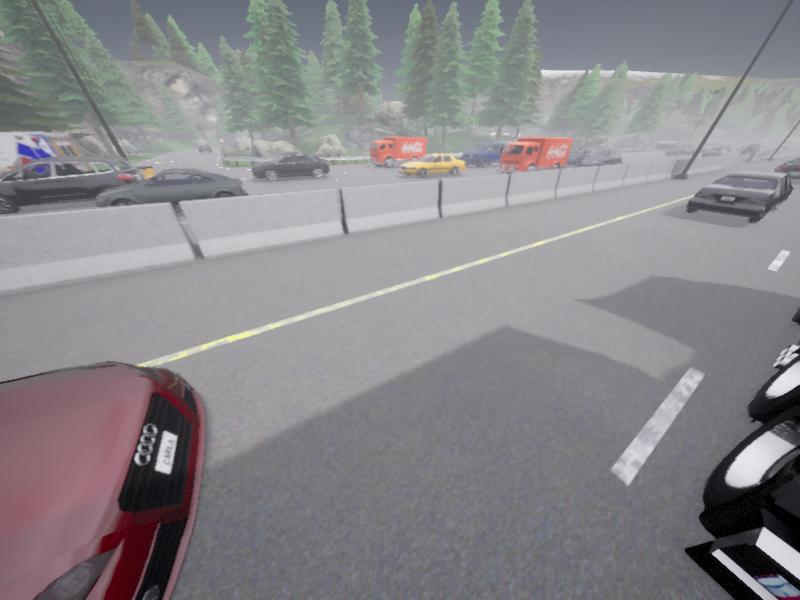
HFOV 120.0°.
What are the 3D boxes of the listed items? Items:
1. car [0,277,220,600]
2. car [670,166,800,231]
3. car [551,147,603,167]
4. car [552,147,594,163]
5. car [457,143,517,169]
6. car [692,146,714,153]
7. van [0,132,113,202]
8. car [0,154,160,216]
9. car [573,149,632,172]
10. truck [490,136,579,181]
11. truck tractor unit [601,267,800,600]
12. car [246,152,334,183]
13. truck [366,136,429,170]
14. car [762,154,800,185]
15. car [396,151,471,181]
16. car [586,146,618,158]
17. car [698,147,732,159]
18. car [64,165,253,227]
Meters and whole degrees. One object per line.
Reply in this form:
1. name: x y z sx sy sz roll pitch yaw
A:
1. car: -3.323 1.480 0.648 4.181 1.385 1.994 -19 39 -25
2. car: 12.943 -4.023 8.681 5.357 1.411 2.033 -19 39 -25
3. car: 19.153 -15.541 25.033 4.611 1.667 2.242 -19 39 -25
4. car: 22.575 -18.988 30.093 5.366 1.575 1.801 -19 39 -25
5. car: 8.742 -14.525 23.149 5.566 2.045 2.150 -18 39 -25
6. car: 70.478 -34.985 53.755 4.718 1.301 1.895 -19 39 -25
7. van: -17.936 -5.673 9.852 6.366 2.431 2.351 -19 39 -25
8. car: -13.174 -4.641 9.076 4.611 1.667 2.242 -19 39 -25
9. car: 18.900 -13.109 21.578 4.856 1.649 2.033 -19 39 -25
10. truck: 9.684 -10.355 16.799 5.204 2.467 2.627 -18 39 -25
11. truck tractor unit: 5.116 -0.295 0.775 6.516 4.208 3.053 -18 39 -24
12. car: -7.208 -8.919 15.433 4.892 1.490 1.837 -18 39 -25
13. truck: -0.236 -14.005 21.945 5.204 2.467 2.627 -19 39 -25
14. car: 27.947 -9.128 16.031 4.974 1.542 2.038 -18 39 -25
15. car: 2.455 -9.888 16.838 5.366 1.575 1.801 -19 39 -25
16. car: 34.262 -25.226 39.204 4.974 1.542 2.038 -19 39 -25
17. car: 51.037 -23.880 37.431 4.974 1.542 2.038 -19 39 -25
18. car: -8.016 -3.930 8.371 4.181 1.385 1.994 -19 39 -25
